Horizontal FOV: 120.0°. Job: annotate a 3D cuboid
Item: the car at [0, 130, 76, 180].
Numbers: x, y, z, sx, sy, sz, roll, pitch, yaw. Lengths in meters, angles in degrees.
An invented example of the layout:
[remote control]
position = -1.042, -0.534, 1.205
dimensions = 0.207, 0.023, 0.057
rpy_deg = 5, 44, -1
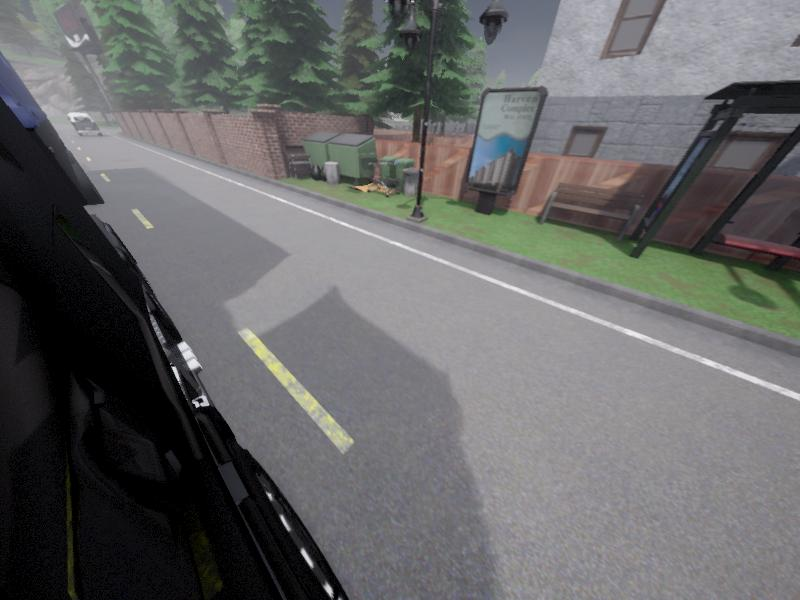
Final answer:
[car]
position = -16.188, -6.355, 9.950
dimensions = 4.181, 1.385, 1.994
rpy_deg = 28, 44, 30

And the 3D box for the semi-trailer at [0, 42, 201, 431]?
[semi-trailer]
position = -8.685, -3.617, 4.236
dimensions = 14.254, 4.402, 2.717
rpy_deg = 28, 44, 30

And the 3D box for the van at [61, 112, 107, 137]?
[van]
position = -35.236, -19.556, 25.769
dimensions = 4.480, 2.038, 2.069
rpy_deg = 28, 44, 30

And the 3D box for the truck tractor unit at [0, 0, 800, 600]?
[truck tractor unit]
position = -2.645, -0.295, 0.351
dimensions = 6.516, 4.208, 3.053
rpy_deg = 28, 44, 30
